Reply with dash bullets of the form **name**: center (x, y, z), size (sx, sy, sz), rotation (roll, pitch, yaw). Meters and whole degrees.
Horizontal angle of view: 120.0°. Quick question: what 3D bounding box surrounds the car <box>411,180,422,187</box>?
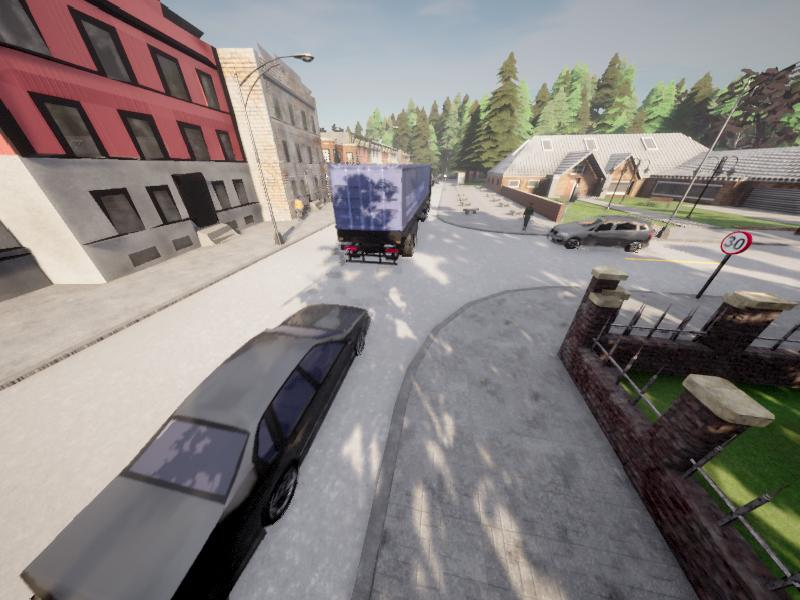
- **car**: center (3.796, -26.830, 53.181), size (1.895, 1.301, 4.718), rotation (5, 30, 8)

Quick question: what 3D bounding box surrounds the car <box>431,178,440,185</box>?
- **car**: center (9.266, -30.821, 59.996), size (2.033, 1.411, 5.357), rotation (5, 30, 8)

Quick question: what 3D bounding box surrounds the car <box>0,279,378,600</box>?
- **car**: center (-2.132, 1.452, 4.097), size (2.033, 1.411, 5.357), rotation (5, 30, 9)

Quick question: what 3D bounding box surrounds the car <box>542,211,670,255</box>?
- **car**: center (11.140, -3.865, 13.032), size (4.611, 1.667, 2.242), rotation (5, 30, 9)

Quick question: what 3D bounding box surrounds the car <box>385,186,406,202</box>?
- **car**: center (-0.536, -14.777, 32.073), size (2.007, 1.525, 4.514), rotation (5, 30, 9)

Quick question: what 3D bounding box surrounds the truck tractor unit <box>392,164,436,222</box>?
- **truck tractor unit**: center (1.438, -10.026, 21.144), size (3.053, 4.208, 6.516), rotation (5, 31, 9)

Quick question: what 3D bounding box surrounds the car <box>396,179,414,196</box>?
- **car**: center (0.881, -19.039, 38.936), size (2.150, 2.045, 5.566), rotation (5, 30, 9)

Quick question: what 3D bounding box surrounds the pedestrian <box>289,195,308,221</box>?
- **pedestrian**: center (-8.254, -7.480, 18.845), size (0.751, 1.860, 0.751), rotation (4, 30, 7)

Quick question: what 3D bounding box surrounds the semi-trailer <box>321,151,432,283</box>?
- **semi-trailer**: center (0.066, -6.211, 14.343), size (2.717, 4.402, 14.254), rotation (5, 30, 9)

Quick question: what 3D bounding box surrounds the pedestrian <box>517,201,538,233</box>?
- **pedestrian**: center (8.614, -5.626, 15.617), size (0.751, 1.860, 0.751), rotation (17, 34, 26)

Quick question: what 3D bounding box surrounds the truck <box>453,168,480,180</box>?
- **truck**: center (23.695, -45.158, 82.830), size (8.468, 3.827, 2.891), rotation (2, 30, 4)

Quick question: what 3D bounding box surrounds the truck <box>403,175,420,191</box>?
- **truck**: center (2.385, -23.415, 46.091), size (2.627, 2.467, 5.204), rotation (5, 30, 9)
